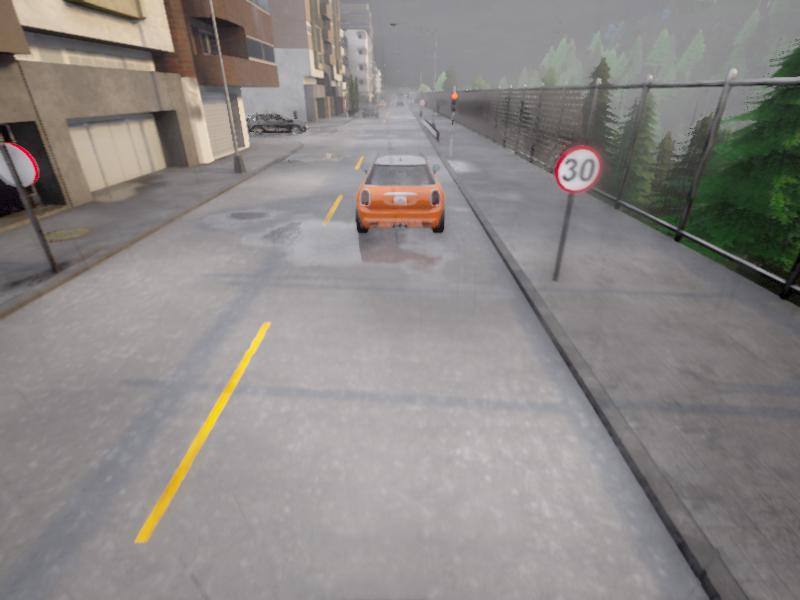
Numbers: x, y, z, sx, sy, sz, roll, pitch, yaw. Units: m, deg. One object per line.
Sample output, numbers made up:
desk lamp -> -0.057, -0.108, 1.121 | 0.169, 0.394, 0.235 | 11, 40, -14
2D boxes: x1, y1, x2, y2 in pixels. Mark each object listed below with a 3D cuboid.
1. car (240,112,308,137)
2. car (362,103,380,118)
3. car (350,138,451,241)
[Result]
car -> -9.948, -14.115, 32.073 | 4.856, 1.649, 2.033 | -5, 28, -9
car -> -3.937, -25.955, 54.773 | 2.097, 1.767, 4.553 | 0, 27, 0
car -> 0.011, -3.161, 10.707 | 2.097, 1.767, 4.553 | 0, 27, 0
